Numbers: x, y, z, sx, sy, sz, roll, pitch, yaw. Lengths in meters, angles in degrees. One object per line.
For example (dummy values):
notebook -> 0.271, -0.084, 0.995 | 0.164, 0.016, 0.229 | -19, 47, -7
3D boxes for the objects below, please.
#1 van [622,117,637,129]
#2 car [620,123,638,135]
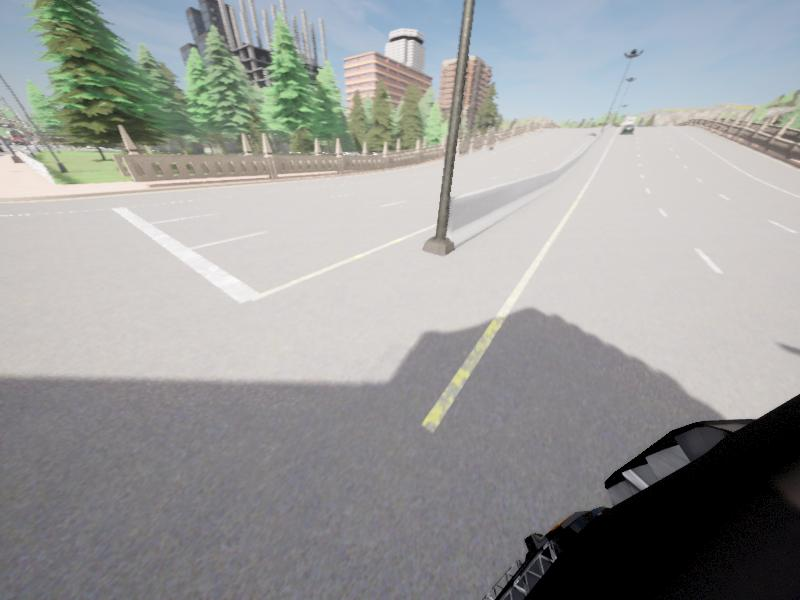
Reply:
van -> 70.912, -54.760, 71.602 | 2.351, 2.431, 6.366 | 24, 40, 30
car -> 47.918, -35.878, 48.414 | 2.097, 1.767, 4.553 | 24, 46, 30
